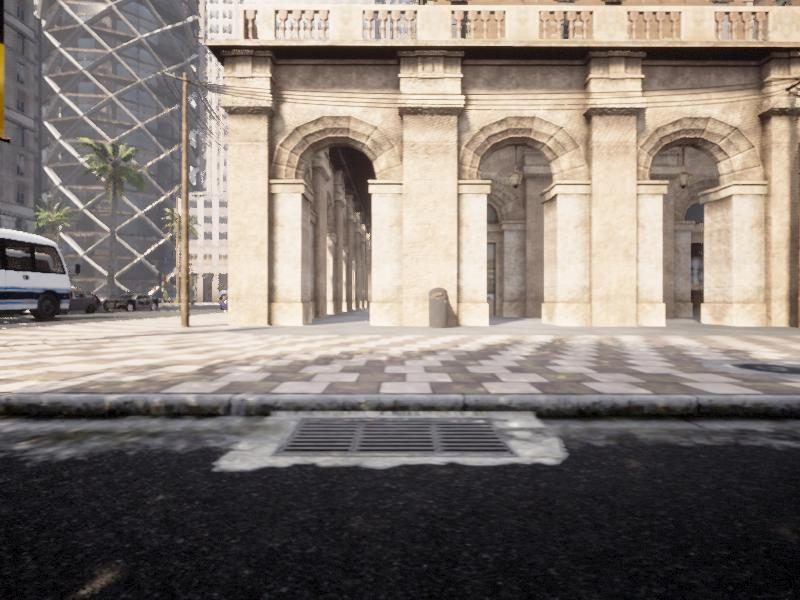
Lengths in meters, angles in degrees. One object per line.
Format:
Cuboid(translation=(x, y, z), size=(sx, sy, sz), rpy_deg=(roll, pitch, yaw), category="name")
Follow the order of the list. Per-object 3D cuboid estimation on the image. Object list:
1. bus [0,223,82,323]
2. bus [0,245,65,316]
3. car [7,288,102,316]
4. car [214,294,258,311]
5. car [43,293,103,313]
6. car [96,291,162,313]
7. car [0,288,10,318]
Cuboid(translation=(-18.954, -1.161, 16.276), size=(3.944, 4.253, 10.273), rpy_deg=(0, 0, 0), category="bus")
Cuboid(translation=(-25.743, -1.170, 23.257), size=(3.944, 4.253, 10.273), rpy_deg=(0, 0, 0), category="bus")
Cuboid(translation=(-22.381, 0.125, 26.223), size=(2.242, 1.667, 4.611), rpy_deg=(0, 0, 0), category="car")
Cuboid(translation=(-15.343, 0.229, 37.814), size=(2.163, 1.488, 4.792), rpy_deg=(0, 0, 0), category="car")
Cuboid(translation=(-25.872, 0.190, 31.828), size=(1.845, 1.501, 3.633), rpy_deg=(0, 0, 0), category="car")
Cuboid(translation=(-22.366, 0.139, 33.329), size=(1.930, 1.638, 5.238), rpy_deg=(0, 0, 0), category="car")
Cuboid(translation=(-22.356, 0.157, 19.972), size=(1.851, 1.617, 3.988), rpy_deg=(0, 0, 0), category="car")
